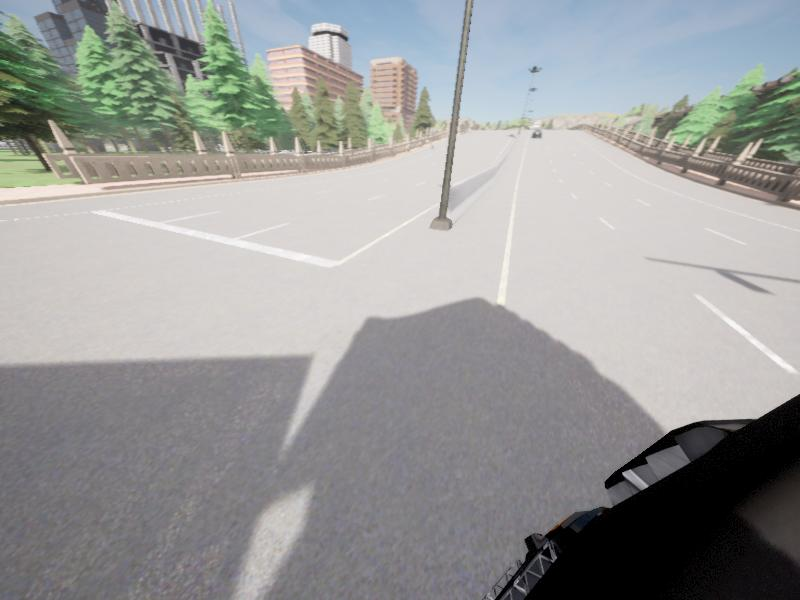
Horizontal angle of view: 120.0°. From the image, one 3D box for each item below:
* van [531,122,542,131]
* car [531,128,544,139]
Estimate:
[{"bbox_3d":[49.356,-62.878,83.684,2.351,2.431,6.366,15,37,19],"label":"van"},{"bbox_3d":[32.781,-39.815,55.065,2.097,1.767,4.553,15,42,19],"label":"car"}]
